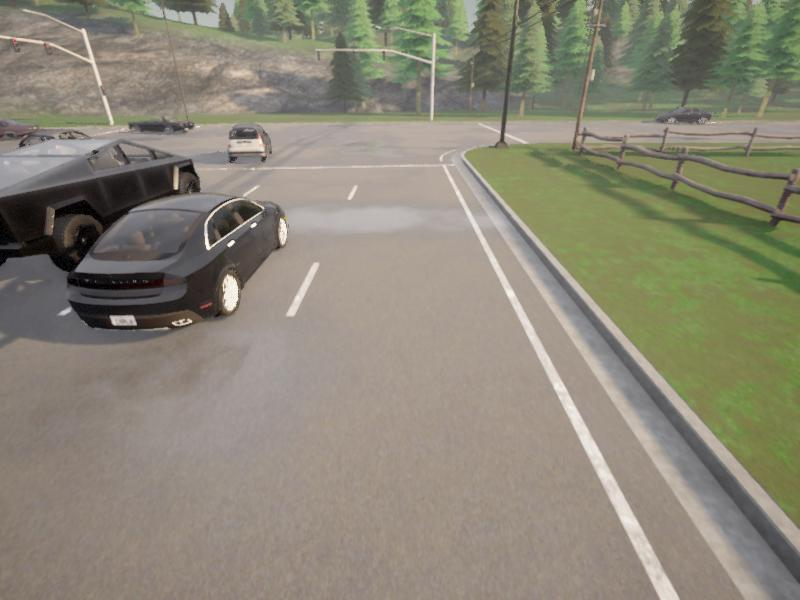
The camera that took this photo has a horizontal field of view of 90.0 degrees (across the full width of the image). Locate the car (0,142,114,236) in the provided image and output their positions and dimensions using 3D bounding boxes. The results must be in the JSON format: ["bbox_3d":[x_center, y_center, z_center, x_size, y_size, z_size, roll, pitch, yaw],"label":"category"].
[{"bbox_3d":[-10.358,-2.945,10.419,1.930,1.638,5.238,0,28,1],"label":"car"}]

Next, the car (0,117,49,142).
[{"bbox_3d":[-28.258,-11.808,27.729,5.357,1.411,2.033,-8,29,-15],"label":"car"}]

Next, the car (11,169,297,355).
[{"bbox_3d":[-3.399,-1.084,6.976,1.837,1.490,4.892,0,27,1],"label":"car"}]

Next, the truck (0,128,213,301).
[{"bbox_3d":[-6.875,-2.385,8.835,2.390,2.098,6.274,0,28,1],"label":"truck"}]

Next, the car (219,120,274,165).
[{"bbox_3d":[-7.500,-7.955,20.006,1.851,1.617,3.988,-6,28,-10],"label":"car"}]

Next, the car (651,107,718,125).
[{"bbox_3d":[27.563,-17.916,38.917,4.892,1.490,1.837,0,28,1],"label":"car"}]

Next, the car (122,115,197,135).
[{"bbox_3d":[-19.005,-13.877,31.725,4.718,1.301,1.895,4,28,8],"label":"car"}]

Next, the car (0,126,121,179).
[{"bbox_3d":[-14.193,-6.423,17.123,1.851,1.617,3.988,-3,28,-5],"label":"car"}]
